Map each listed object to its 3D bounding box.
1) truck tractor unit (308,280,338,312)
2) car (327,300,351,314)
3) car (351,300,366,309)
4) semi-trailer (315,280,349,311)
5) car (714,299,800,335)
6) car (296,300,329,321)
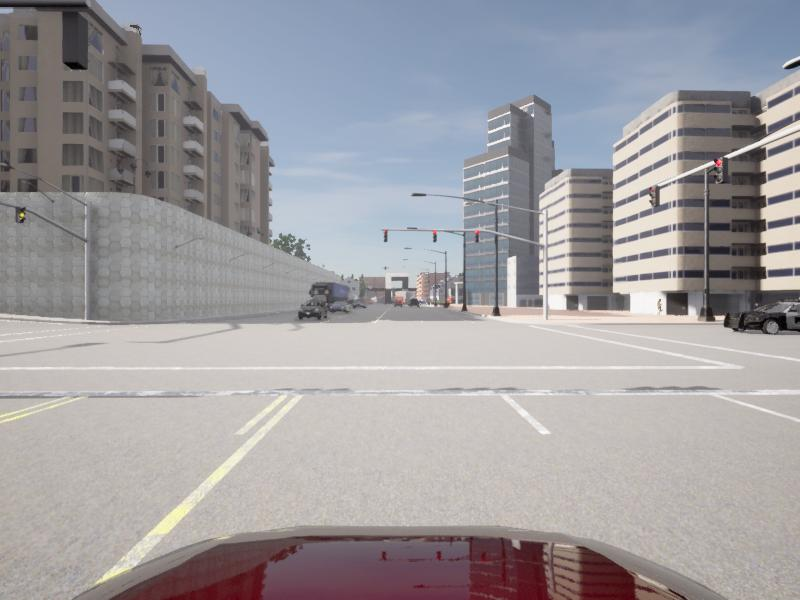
[{"bbox_3d":[-10.734,-0.522,56.501,3.053,4.208,6.516,0,0,0],"label":"truck tractor unit"},{"bbox_3d":[-7.220,0.825,47.768,2.038,1.542,4.974,0,0,0],"label":"car"},{"bbox_3d":[-7.330,0.756,71.628,2.242,1.667,4.611,0,0,0],"label":"car"},{"bbox_3d":[-10.616,-0.618,64.414,2.717,4.402,14.254,0,0,1],"label":"semi-trailer"},{"bbox_3d":[18.269,0.771,18.959,5.238,1.638,1.930,0,0,-1],"label":"car"},{"bbox_3d":[-7.138,0.788,33.005,1.851,1.617,3.988,0,0,0],"label":"car"}]
